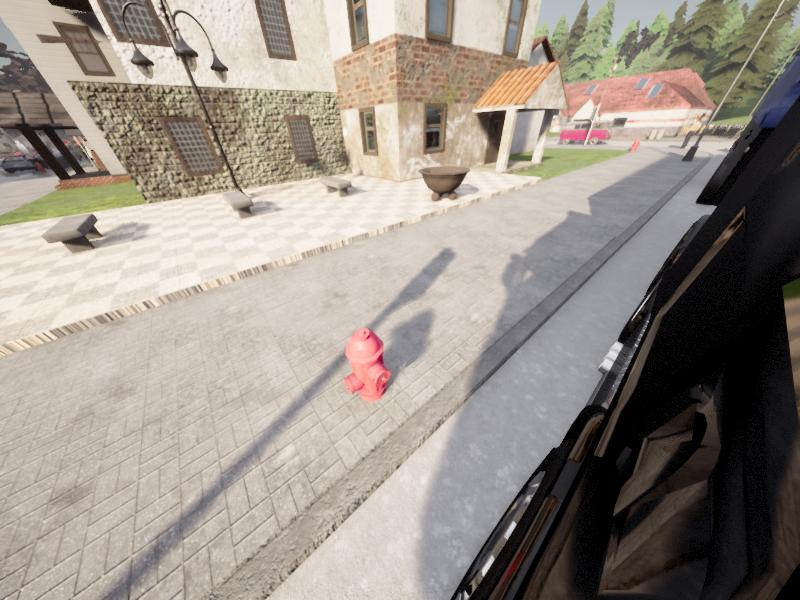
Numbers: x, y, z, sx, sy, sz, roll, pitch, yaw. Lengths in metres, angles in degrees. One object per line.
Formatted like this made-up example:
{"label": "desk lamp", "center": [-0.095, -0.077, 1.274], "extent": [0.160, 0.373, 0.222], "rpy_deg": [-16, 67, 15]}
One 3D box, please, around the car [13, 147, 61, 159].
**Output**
{"label": "car", "center": [-69.641, -28.229, 44.426], "extent": [4.514, 1.525, 2.007], "rpy_deg": [-28, 44, -30]}

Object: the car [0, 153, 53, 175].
{"label": "car", "center": [-37.307, -13.580, 22.966], "extent": [1.994, 1.385, 4.181], "rpy_deg": [-28, 44, -30]}

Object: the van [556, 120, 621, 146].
{"label": "van", "center": [19.180, -17.150, 23.723], "extent": [1.775, 1.987, 4.442], "rpy_deg": [-28, 43, -30]}

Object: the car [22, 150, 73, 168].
{"label": "car", "center": [-42.332, -17.078, 27.933], "extent": [2.033, 1.411, 5.357], "rpy_deg": [-28, 44, -30]}

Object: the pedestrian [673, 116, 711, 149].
{"label": "pedestrian", "center": [21.093, -12.095, 16.737], "extent": [0.751, 1.860, 0.751], "rpy_deg": [10, 38, 16]}

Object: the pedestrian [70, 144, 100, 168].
{"label": "pedestrian", "center": [-30.021, -13.722, 22.079], "extent": [0.751, 1.860, 0.751], "rpy_deg": [-27, 43, -29]}

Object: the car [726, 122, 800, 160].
{"label": "car", "center": [21.553, -9.404, 13.574], "extent": [1.789, 1.549, 3.705], "rpy_deg": [24, 45, 32]}

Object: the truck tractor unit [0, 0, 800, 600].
{"label": "truck tractor unit", "center": [2.645, -0.295, 0.351], "extent": [6.516, 4.208, 3.053], "rpy_deg": [-28, 44, -30]}

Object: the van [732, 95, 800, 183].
{"label": "van", "center": [16.590, -6.752, 9.529], "extent": [5.915, 2.561, 1.988], "rpy_deg": [-26, 43, -28]}

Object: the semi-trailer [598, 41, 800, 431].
{"label": "semi-trailer", "center": [8.683, -3.615, 4.243], "extent": [14.254, 4.402, 2.717], "rpy_deg": [-28, 44, -30]}
